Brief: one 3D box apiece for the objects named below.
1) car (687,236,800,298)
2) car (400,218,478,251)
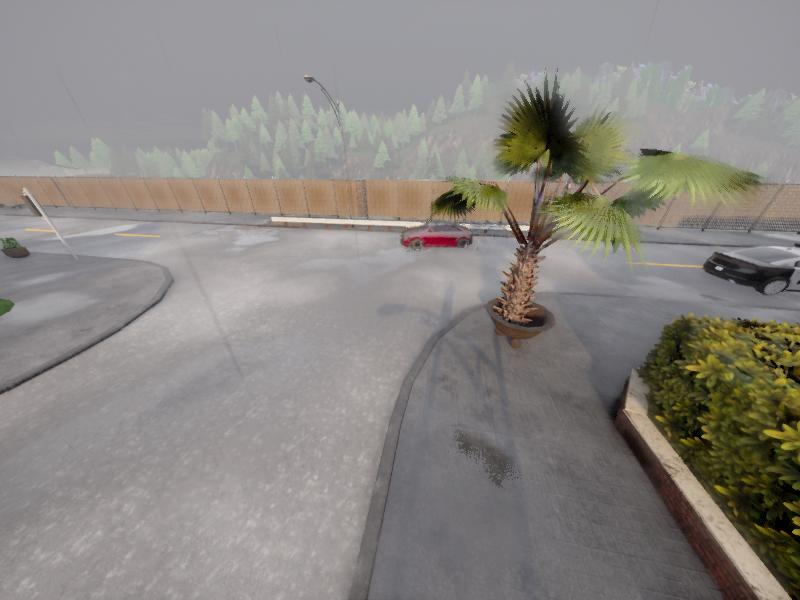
[{"bbox_3d":[15.182,-1.192,8.662,5.238,1.638,1.930,5,30,9],"label":"car"},{"bbox_3d":[2.113,-3.914,13.623,4.181,1.385,1.994,-1,30,-2],"label":"car"}]
